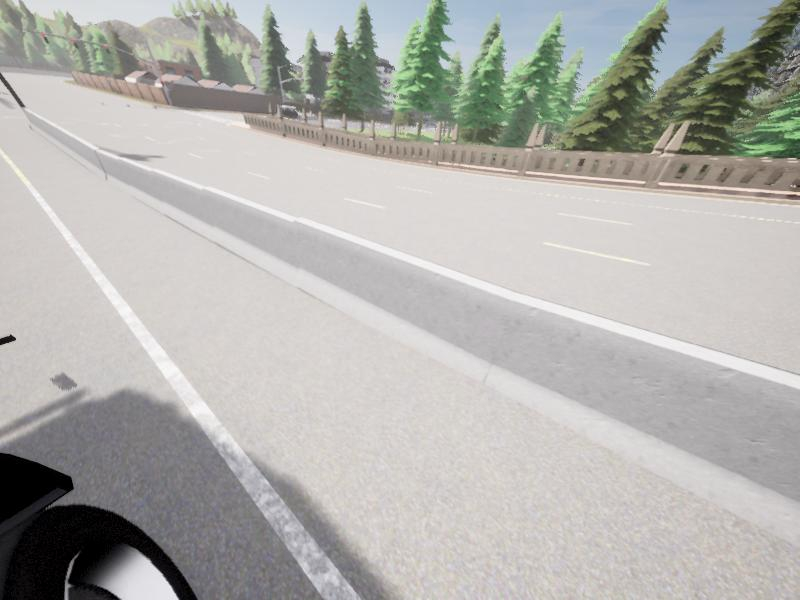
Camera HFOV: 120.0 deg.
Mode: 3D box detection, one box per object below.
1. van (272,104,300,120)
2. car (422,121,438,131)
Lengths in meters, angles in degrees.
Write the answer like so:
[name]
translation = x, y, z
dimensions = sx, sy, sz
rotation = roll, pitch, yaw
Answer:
[van]
translation = -23.604, -39.004, 47.948
dimensions = 2.069, 2.038, 4.480
rotation = 29, 44, 24
[car]
translation = 9.191, -53.266, 70.930
dimensions = 2.150, 2.045, 5.566
rotation = 29, 44, 24
